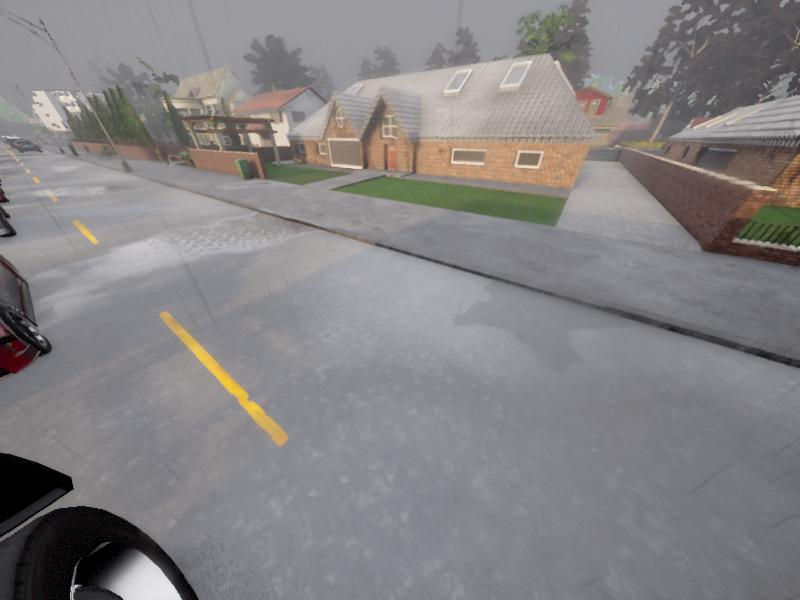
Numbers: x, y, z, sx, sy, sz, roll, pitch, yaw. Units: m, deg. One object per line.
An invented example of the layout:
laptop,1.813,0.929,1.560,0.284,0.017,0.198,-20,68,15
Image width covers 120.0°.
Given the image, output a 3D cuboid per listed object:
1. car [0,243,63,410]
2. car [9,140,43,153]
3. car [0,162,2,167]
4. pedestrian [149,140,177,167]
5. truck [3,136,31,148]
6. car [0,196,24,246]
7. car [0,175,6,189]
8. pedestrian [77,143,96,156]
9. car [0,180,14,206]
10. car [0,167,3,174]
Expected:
car,-6.082,0.124,2.520,4.181,1.385,1.994,22,41,28
car,-60.955,-25.122,37.665,4.611,1.667,2.242,22,41,28
car,-37.611,-12.767,20.421,5.008,1.535,1.882,22,41,28
pedestrian,-19.637,-12.150,19.174,0.751,1.860,0.751,22,41,28
truck,-85.491,-35.273,51.514,6.274,2.098,2.390,22,41,28
car,-12.202,-2.435,5.955,4.514,1.525,2.007,22,41,28
car,-22.832,-6.734,12.022,4.193,1.474,1.816,22,41,28
pedestrian,-40.850,-19.647,30.143,0.751,1.300,0.751,14,37,18
car,-17.707,-4.673,9.090,4.514,1.525,2.007,22,41,28
car,-30.285,-9.785,16.250,3.633,1.501,1.845,22,41,28
